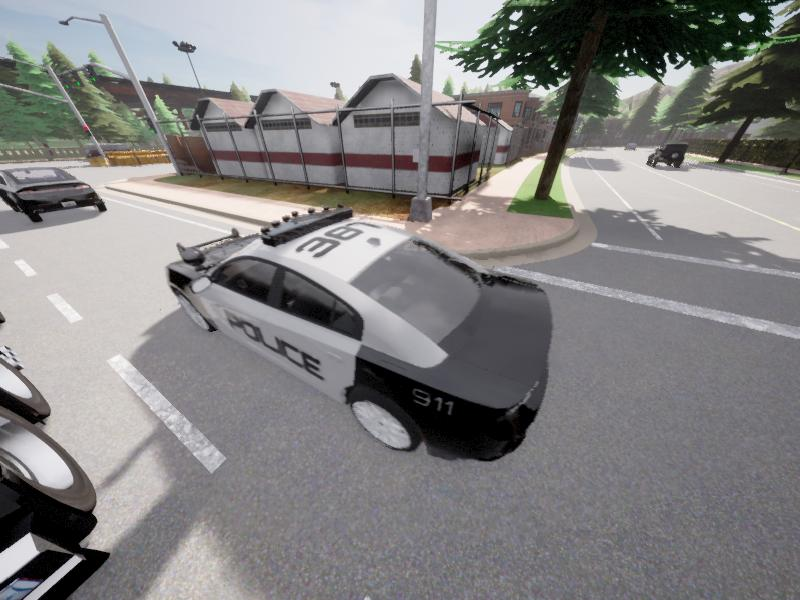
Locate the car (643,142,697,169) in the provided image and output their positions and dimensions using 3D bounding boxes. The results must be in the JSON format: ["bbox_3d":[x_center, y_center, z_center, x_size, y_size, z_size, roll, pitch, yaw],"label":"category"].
[{"bbox_3d":[24.339,-13.206,21.045,1.905,1.878,3.866,19,39,26],"label":"car"}]

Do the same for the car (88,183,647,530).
[{"bbox_3d":[-1.053,-0.247,2.921,5.238,1.638,1.930,18,39,24],"label":"car"}]

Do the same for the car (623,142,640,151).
[{"bbox_3d":[50.985,-33.847,50.891,2.033,1.411,5.357,26,43,33],"label":"car"}]

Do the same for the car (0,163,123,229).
[{"bbox_3d":[-13.221,-4.064,8.604,4.902,1.511,2.128,18,39,24],"label":"car"}]

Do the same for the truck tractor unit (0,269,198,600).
[{"bbox_3d":[-5.120,-0.292,0.767,6.516,4.208,3.053,18,39,24],"label":"truck tractor unit"}]

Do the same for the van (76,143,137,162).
[{"bbox_3d":[-39.630,-20.085,31.376,1.775,1.987,4.442,16,38,22],"label":"van"}]
